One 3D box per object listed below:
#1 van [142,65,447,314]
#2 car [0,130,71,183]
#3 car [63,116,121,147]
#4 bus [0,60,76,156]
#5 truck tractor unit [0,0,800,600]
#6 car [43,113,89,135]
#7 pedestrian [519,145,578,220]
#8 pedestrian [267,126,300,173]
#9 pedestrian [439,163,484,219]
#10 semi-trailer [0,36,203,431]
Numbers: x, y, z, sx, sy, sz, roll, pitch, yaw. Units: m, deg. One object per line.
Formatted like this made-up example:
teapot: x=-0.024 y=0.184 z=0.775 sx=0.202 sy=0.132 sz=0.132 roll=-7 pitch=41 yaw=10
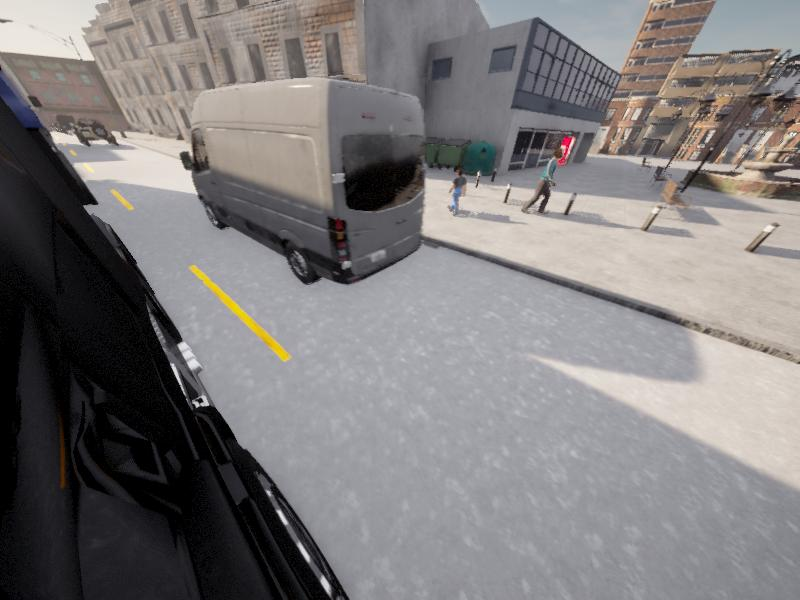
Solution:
van: x=-2.350 y=-2.438 z=4.642 sx=5.915 sy=2.561 sz=1.988 roll=27 pitch=43 yaw=29
car: x=-16.344 y=-6.193 z=9.744 sx=5.357 sy=1.411 sz=2.033 roll=26 pitch=42 yaw=28
car: x=-25.887 y=-14.182 z=19.412 sx=4.605 sy=1.855 sz=1.932 roll=27 pitch=43 yaw=29
bus: x=-26.201 y=-12.375 z=14.992 sx=10.273 sy=4.253 sz=3.944 roll=28 pitch=43 yaw=29
truck tractor unit: x=-2.645 y=-0.295 z=0.351 sx=6.516 sy=4.208 sz=3.053 roll=28 pitch=44 yaw=30
car: x=-40.922 y=-21.543 z=28.300 sx=3.866 sy=1.878 sz=1.905 roll=21 pitch=40 yaw=22
pedestrian: x=4.398 y=-3.509 z=6.935 sx=0.751 sy=1.860 sz=0.751 roll=27 pitch=43 yaw=28
pedestrian: x=-5.778 y=-7.481 z=11.527 sx=0.751 sy=1.860 sz=0.751 roll=25 pitch=42 yaw=27
pedestrian: x=1.720 y=-3.153 z=6.680 sx=0.751 sy=1.300 sz=0.751 roll=-13 pitch=39 yaw=-20
semi-trailer: x=-8.753 y=-3.566 z=4.175 sx=14.254 sy=4.402 sz=2.717 roll=28 pitch=43 yaw=29
